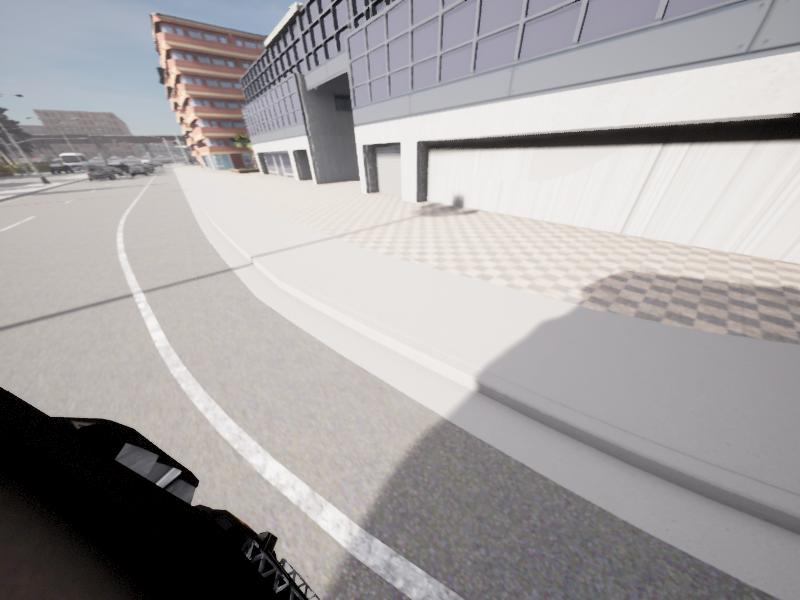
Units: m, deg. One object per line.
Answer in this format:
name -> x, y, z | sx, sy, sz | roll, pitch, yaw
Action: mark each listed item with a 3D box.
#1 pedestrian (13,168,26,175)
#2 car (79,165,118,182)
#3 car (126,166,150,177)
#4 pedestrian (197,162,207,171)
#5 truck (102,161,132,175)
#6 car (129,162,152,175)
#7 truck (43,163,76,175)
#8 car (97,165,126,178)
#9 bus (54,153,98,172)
pedestrian -> -82.043, -27.684, 49.838 | 0.751, 1.300, 0.751 | -28, 41, -34
car -> -41.338, -17.514, 31.849 | 2.242, 1.667, 4.611 | -26, 40, -32
car -> -41.620, -20.453, 36.753 | 1.895, 1.301, 4.718 | -26, 40, -32
pedestrian -> -34.095, -22.954, 39.834 | 0.751, 1.300, 0.751 | 27, 43, 37
truck -> -53.666, -25.194, 43.997 | 2.390, 2.098, 6.274 | -26, 40, -32
car -> -46.764, -23.786, 41.729 | 2.097, 1.767, 4.553 | -26, 40, -32
truck -> -76.835, -29.695, 52.229 | 2.390, 2.098, 6.274 | -26, 40, -32
car -> -48.197, -21.630, 38.719 | 2.038, 1.542, 4.974 | -26, 40, -32
bus -> -88.773, -37.946, 63.649 | 3.944, 4.253, 10.273 | -26, 40, -32
